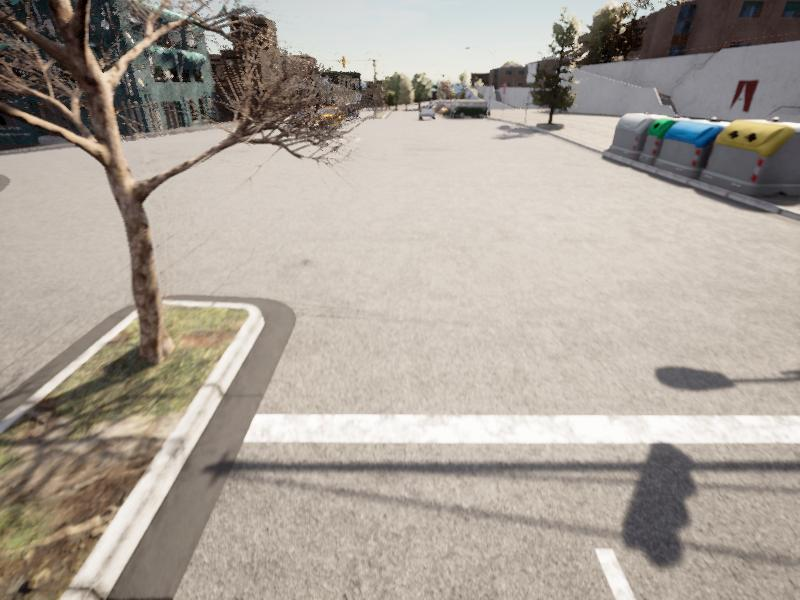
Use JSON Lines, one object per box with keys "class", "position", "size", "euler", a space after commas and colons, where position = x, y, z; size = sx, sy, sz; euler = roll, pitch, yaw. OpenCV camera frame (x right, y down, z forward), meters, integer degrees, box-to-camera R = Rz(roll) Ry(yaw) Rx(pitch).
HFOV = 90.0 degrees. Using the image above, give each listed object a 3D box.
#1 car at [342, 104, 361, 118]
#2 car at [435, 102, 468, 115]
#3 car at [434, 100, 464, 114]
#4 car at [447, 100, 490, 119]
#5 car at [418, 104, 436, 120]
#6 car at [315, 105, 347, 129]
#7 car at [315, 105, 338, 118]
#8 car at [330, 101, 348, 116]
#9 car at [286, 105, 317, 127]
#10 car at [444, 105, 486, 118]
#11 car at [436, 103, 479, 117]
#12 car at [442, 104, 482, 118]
{"class": "car", "position": [-5.854, -22.941, 48.604], "size": [1.816, 1.474, 4.193], "euler": [0, 26, 0]}
{"class": "car", "position": [8.119, -30.173, 62.986], "size": [4.553, 1.767, 2.185], "euler": [-8, 28, -18]}
{"class": "car", "position": [7.983, -31.561, 65.564], "size": [4.442, 1.987, 1.878], "euler": [-8, 28, -18]}
{"class": "car", "position": [7.978, -22.325, 46.874], "size": [4.442, 1.987, 1.878], "euler": [-8, 28, -18]}
{"class": "car", "position": [3.011, -21.293, 45.259], "size": [1.845, 1.501, 3.633], "euler": [0, 26, 0]}
{"class": "car", "position": [-5.864, -15.954, 34.798], "size": [1.882, 1.535, 5.008], "euler": [-1, 29, 0]}
{"class": "car", "position": [-8.855, -22.951, 48.726], "size": [1.994, 1.385, 4.181], "euler": [0, 26, 0]}
{"class": "car", "position": [-8.861, -27.932, 58.215], "size": [1.905, 1.878, 3.866], "euler": [0, 26, 0]}
{"class": "car", "position": [-8.864, -16.757, 36.339], "size": [1.845, 1.501, 3.633], "euler": [-1, 29, 0]}
{"class": "car", "position": [8.079, -23.425, 49.704], "size": [4.674, 1.452, 2.002], "euler": [-8, 28, -18]}
{"class": "car", "position": [7.912, -26.075, 54.961], "size": [5.366, 1.575, 1.946], "euler": [-8, 28, -18]}
{"class": "car", "position": [8.087, -24.743, 52.370], "size": [4.674, 1.452, 2.002], "euler": [-8, 28, -18]}
